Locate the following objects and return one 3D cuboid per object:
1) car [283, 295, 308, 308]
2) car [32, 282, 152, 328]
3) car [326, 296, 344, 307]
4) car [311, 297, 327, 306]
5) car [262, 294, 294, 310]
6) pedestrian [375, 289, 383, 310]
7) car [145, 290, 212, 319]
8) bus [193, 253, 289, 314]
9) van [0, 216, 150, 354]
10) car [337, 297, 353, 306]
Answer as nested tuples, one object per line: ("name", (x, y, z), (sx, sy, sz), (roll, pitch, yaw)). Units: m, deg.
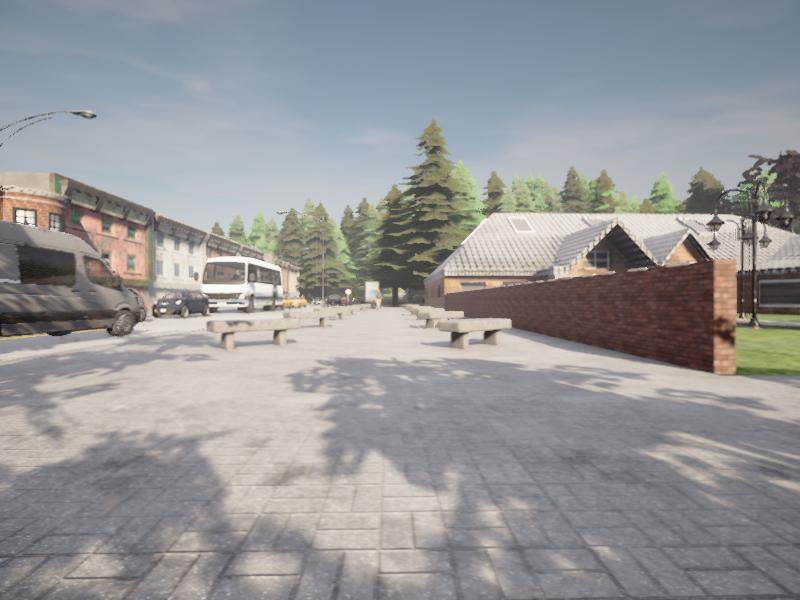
("car", (-12.927, 0.197, 49.627), (1.801, 1.575, 5.366), (0, 0, -1))
("car", (-12.173, 0.184, 16.191), (1.851, 1.617, 3.988), (0, 0, -2))
("car", (-9.075, 0.220, 56.207), (1.882, 1.535, 5.008), (0, 0, -1))
("car", (-13.295, 0.249, 66.029), (1.970, 1.475, 3.806), (0, 0, -1))
("car", (-12.757, 0.197, 42.084), (1.801, 1.575, 5.366), (0, 0, -1))
("pedestrian", (-1.953, -0.068, 36.555), (0.751, 1.860, 0.751), (0, 0, -4))
("car", (-12.315, 0.222, 22.549), (1.845, 1.501, 3.633), (0, 0, -1))
("bus", (-12.427, -1.138, 32.790), (3.944, 4.253, 10.273), (0, 0, -1))
("van", (-8.444, -0.281, 8.889), (1.988, 2.561, 5.915), (0, 0, 1))
("car", (-9.200, 0.267, 67.149), (1.812, 1.442, 4.674), (0, 0, 2))
